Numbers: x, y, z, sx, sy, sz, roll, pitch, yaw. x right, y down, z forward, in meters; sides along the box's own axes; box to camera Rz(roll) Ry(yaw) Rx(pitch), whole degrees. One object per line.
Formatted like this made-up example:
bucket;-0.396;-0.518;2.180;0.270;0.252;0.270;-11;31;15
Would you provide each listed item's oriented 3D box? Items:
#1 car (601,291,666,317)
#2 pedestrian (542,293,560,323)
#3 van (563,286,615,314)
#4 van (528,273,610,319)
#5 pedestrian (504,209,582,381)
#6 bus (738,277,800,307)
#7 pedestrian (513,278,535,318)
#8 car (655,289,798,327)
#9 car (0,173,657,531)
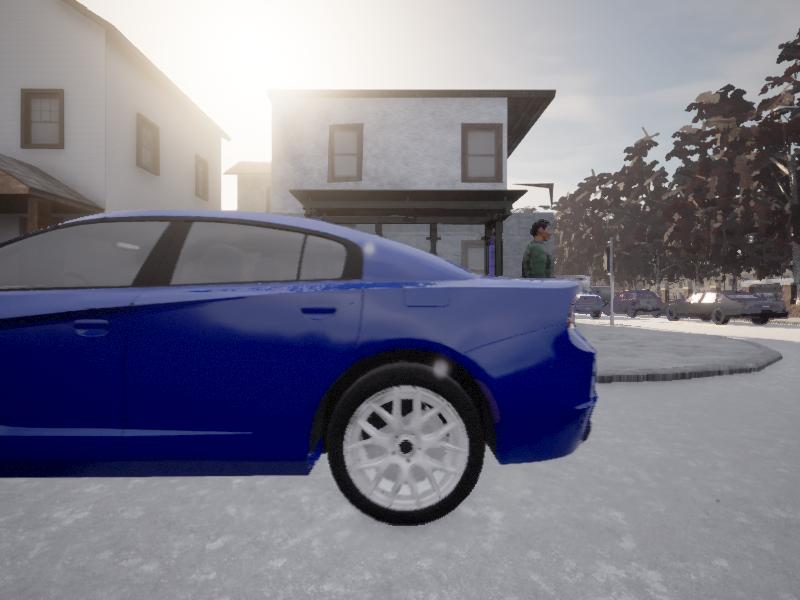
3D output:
car;14.194;0.227;24.567;1.845;1.501;3.633;0;0;-1
pedestrian;5.668;0.305;15.051;0.500;1.100;0.500;0;0;1
van;14.274;-0.002;30.573;1.775;1.987;4.442;0;0;-2
van;10.047;-0.222;24.568;2.351;2.431;6.366;0;0;0
pedestrian;1.661;-0.054;4.766;0.751;1.860;0.751;0;0;9
bus;59.485;-1.134;62.916;3.944;4.253;10.273;0;0;0
pedestrian;5.895;-0.075;19.084;0.751;1.860;0.751;0;0;-10
car;13.945;0.295;17.673;2.033;1.411;5.357;0;0;2
car;-1.400;0.223;2.661;5.008;1.535;1.882;0;0;0
